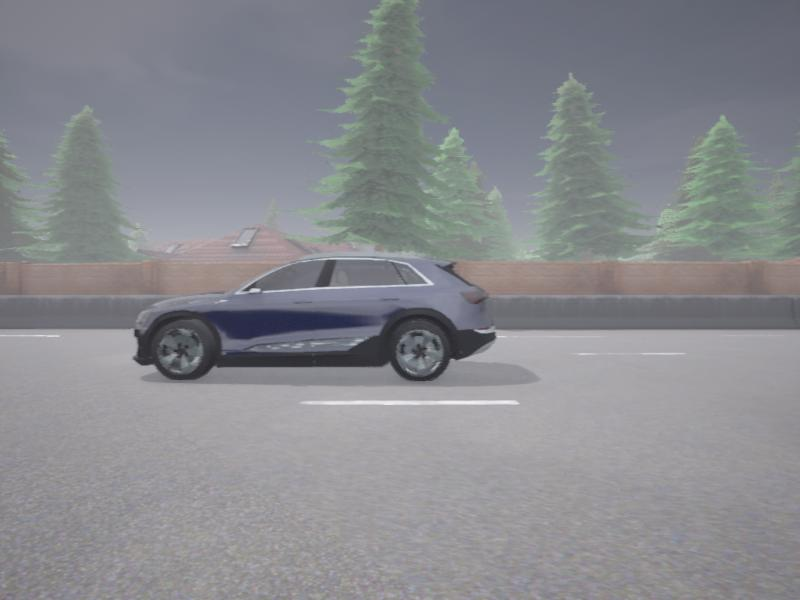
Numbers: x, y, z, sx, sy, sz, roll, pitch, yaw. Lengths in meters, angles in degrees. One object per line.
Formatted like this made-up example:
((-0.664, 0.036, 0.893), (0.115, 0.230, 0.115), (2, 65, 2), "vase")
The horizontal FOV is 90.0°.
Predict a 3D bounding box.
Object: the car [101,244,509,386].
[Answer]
((-1.126, 0.186, 5.756), (4.856, 1.649, 2.033), (0, 0, 1), "car")
